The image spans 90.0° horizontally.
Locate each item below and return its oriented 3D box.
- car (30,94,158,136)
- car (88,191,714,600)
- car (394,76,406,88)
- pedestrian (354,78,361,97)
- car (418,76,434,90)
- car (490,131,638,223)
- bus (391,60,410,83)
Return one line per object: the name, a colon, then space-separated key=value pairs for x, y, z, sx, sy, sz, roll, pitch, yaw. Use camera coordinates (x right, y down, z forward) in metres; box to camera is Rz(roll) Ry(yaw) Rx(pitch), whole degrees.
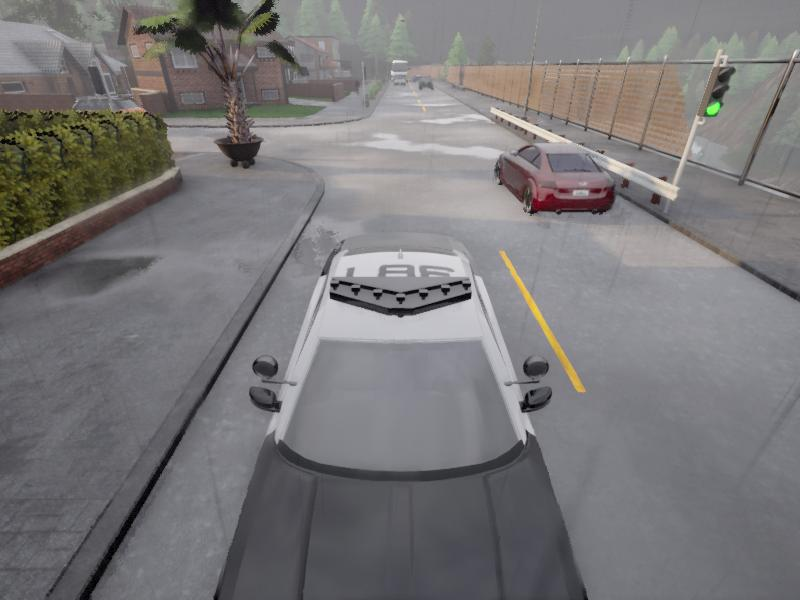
car: x=-15.657 y=-9.633 z=20.745 sx=4.553 sy=1.767 sz=2.097 roll=0 pitch=30 yaw=0
car: x=0.004 y=0.626 z=3.352 sx=1.930 sy=1.638 sz=5.238 roll=0 pitch=31 yaw=0
car: x=-0.019 y=-38.520 z=70.706 sx=2.152 sy=1.651 sz=5.027 roll=0 pitch=30 yaw=0
pedestrian: x=-4.706 y=-23.634 z=44.423 sx=0.751 sy=1.860 sz=0.751 roll=-2 pitch=30 yaw=-3
car: x=3.983 y=-33.979 z=62.476 sx=2.097 sy=1.767 sz=4.553 roll=0 pitch=30 yaw=0
car: x=3.902 y=-3.391 z=10.484 sx=1.994 sy=1.385 sz=4.181 roll=-1 pitch=30 yaw=-2
bus: x=0.100 y=-50.659 z=88.608 sx=3.944 sy=4.253 sz=10.273 roll=0 pitch=30 yaw=0
